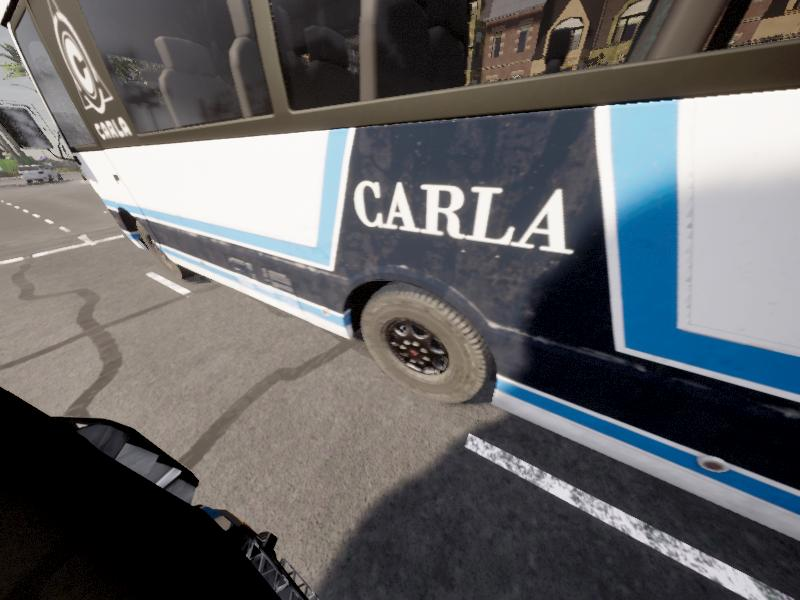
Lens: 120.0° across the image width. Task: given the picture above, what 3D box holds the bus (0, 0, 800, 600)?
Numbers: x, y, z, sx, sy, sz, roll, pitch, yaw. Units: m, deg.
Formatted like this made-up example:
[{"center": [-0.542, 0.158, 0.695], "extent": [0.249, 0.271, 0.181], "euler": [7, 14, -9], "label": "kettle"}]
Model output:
[{"center": [-1.089, -1.985, 3.140], "extent": [10.273, 4.253, 3.944], "euler": [17, 39, 26], "label": "bus"}]

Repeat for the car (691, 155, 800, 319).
[{"center": [7.505, -0.569, 2.592], "extent": [4.553, 1.767, 2.185], "euler": [16, 38, 26], "label": "car"}]

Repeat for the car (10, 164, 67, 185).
[{"center": [-48.792, -17.161, 31.391], "extent": [2.150, 2.045, 5.566], "euler": [-25, 40, -29], "label": "car"}]

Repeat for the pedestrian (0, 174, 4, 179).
[{"center": [-73.974, -23.113, 42.026], "extent": [0.751, 1.860, 0.751], "euler": [-6, 34, -4], "label": "pedestrian"}]

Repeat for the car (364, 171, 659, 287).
[{"center": [1.902, -2.011, 5.394], "extent": [5.008, 1.535, 2.097], "euler": [16, 38, 26], "label": "car"}]

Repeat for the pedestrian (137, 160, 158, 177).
[{"center": [-31.606, -16.502, 28.973], "extent": [0.751, 1.860, 0.751], "euler": [5, 34, 11], "label": "pedestrian"}]

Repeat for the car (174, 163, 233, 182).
[{"center": [-20.757, -13.610, 24.598], "extent": [1.994, 1.385, 4.181], "euler": [21, 40, 31], "label": "car"}]
